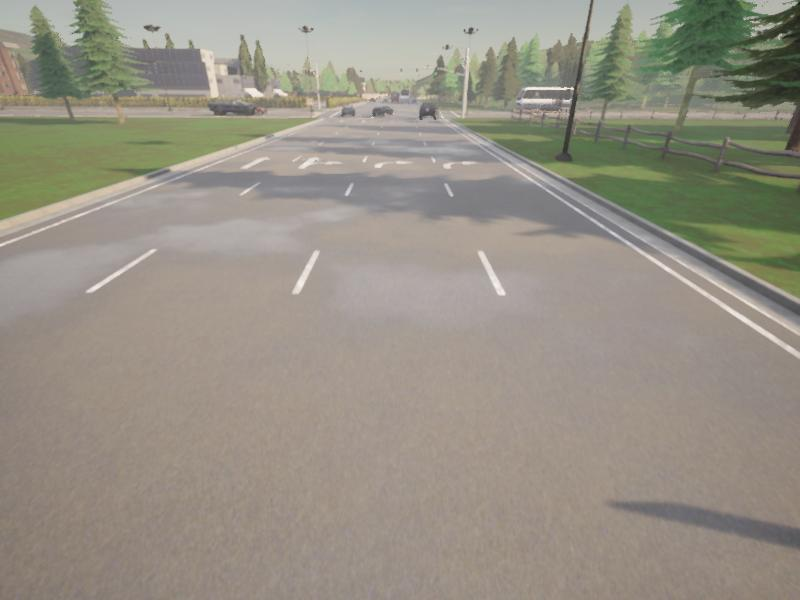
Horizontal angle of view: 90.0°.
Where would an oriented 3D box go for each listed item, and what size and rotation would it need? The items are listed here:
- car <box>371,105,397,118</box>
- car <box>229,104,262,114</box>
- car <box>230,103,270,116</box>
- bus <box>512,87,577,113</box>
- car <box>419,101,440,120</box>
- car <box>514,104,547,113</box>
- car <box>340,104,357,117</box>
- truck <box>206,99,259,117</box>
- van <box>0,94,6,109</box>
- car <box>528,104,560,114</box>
[{"bbox_3d":[-2.252,-27.000,57.203,1.837,1.490,4.892,10,29,20],"label":"car"},{"bbox_3d":[-24.246,-30.023,62.901,4.181,1.385,1.994,0,27,-1],"label":"car"},{"bbox_3d":[-22.390,-28.531,59.761,5.027,1.651,2.152,0,27,-1],"label":"car"},{"bbox_3d":[27.336,-38.179,76.219,10.273,4.253,3.944,0,27,-1],"label":"bus"},{"bbox_3d":[4.050,-25.525,53.825,2.150,2.045,5.566,5,28,10],"label":"car"},{"bbox_3d":[24.030,-35.357,73.825,5.357,1.411,2.033,0,27,-1],"label":"car"},{"bbox_3d":[-7.497,-27.603,58.281,2.128,1.511,4.902,-1,28,-3],"label":"car"},{"bbox_3d":[-23.530,-27.135,56.524,6.274,2.098,2.390,0,27,-1],"label":"truck"},{"bbox_3d":[-79.093,-37.441,75.395,6.366,2.431,2.351,0,27,-1],"label":"van"},{"bbox_3d":[25.450,-33.795,70.712,4.892,1.490,1.837,0,27,-1],"label":"car"}]
